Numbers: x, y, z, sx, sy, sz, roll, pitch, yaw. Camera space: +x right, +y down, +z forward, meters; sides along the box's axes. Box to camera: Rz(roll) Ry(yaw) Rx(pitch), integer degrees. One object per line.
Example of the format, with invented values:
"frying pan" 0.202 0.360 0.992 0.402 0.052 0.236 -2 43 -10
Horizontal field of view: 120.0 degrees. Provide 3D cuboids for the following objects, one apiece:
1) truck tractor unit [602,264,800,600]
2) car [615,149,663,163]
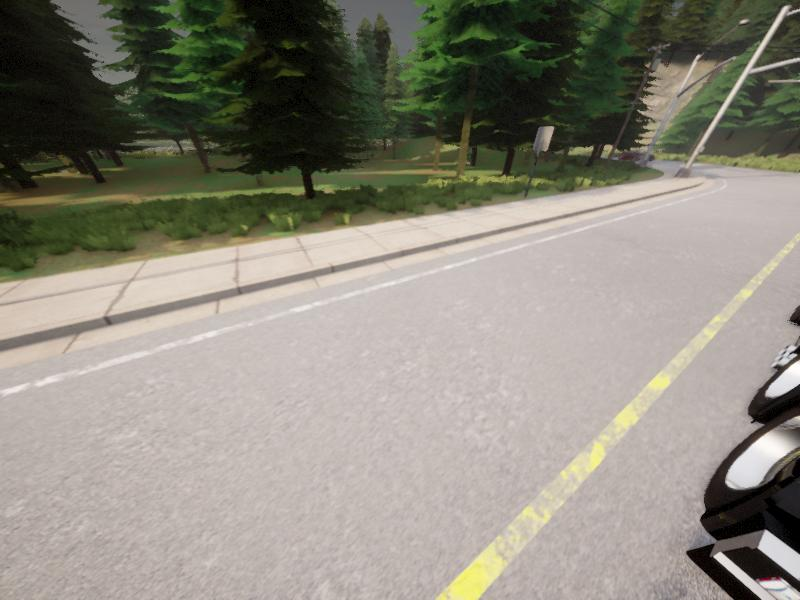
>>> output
"truck tractor unit" 5.112 -0.298 0.787 6.516 4.208 3.053 -18 39 -24
"car" 31.893 -19.437 31.052 1.994 1.385 4.181 0 35 -1
